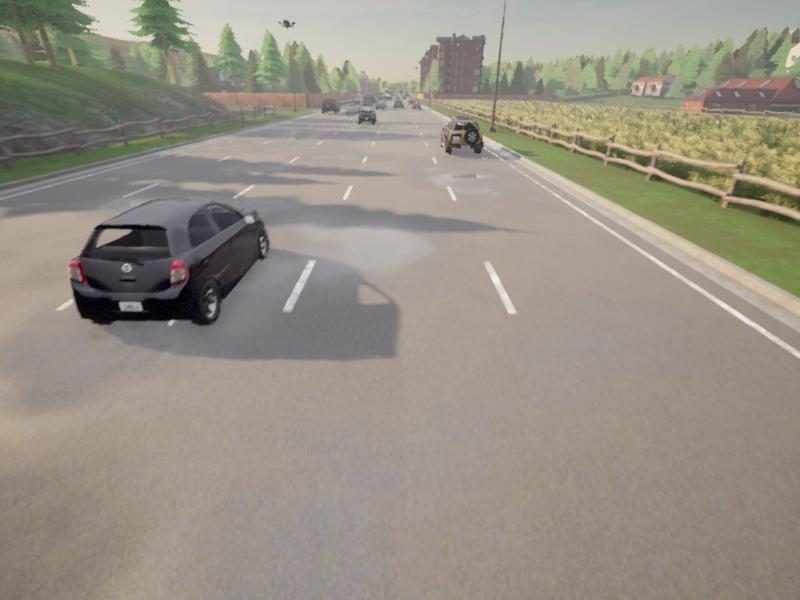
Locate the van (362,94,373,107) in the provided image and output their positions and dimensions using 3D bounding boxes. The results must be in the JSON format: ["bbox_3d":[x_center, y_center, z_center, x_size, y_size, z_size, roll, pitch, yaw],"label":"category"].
[{"bbox_3d":[-7.328,-45.540,91.274,1.988,2.561,5.915,0,27,-1],"label":"van"}]

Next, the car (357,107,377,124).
[{"bbox_3d":[-3.543,-20.272,43.907,1.816,1.474,4.193,0,27,0],"label":"car"}]

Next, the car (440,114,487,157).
[{"bbox_3d":[3.496,-9.534,22.938,1.932,1.855,4.605,0,28,0],"label":"car"}]

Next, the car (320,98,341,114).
[{"bbox_3d":[-10.650,-29.924,61.737,2.150,2.045,5.566,0,27,-1],"label":"car"}]

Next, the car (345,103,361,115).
[{"bbox_3d":[-7.145,-29.242,61.103,1.970,1.475,3.806,0,27,-1],"label":"car"}]

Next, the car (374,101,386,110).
[{"bbox_3d":[-3.744,-37.315,76.784,2.033,1.411,5.357,0,27,-1],"label":"car"}]

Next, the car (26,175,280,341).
[{"bbox_3d":[-3.497,-0.961,6.676,1.845,1.501,3.633,0,28,0],"label":"car"}]

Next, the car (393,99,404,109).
[{"bbox_3d":[-0.301,-41.924,85.585,2.242,1.667,4.611,0,27,-1],"label":"car"}]
